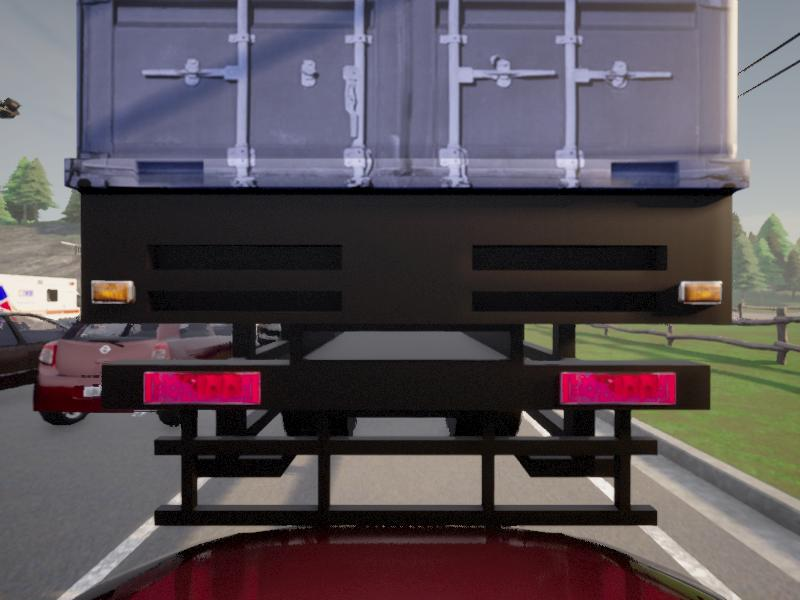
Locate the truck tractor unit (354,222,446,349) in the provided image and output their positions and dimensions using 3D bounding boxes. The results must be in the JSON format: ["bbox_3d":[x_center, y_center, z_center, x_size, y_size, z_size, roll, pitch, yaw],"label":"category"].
[{"bbox_3d":[-0.012,-0.494,16.450,3.053,4.208,6.516,0,0,0],"label":"truck tractor unit"}]

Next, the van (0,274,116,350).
[{"bbox_3d":[-14.006,0.395,14.916,2.351,2.431,6.366,0,0,0],"label":"van"}]

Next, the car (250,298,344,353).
[{"bbox_3d":[-3.502,0.782,14.608,2.242,1.667,4.611,0,0,0],"label":"car"}]

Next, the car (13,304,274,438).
[{"bbox_3d":[-3.501,0.832,6.389,1.845,1.501,3.633,0,0,0],"label":"car"}]

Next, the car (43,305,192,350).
[{"bbox_3d":[-10.505,0.916,15.572,2.033,1.411,5.357,0,0,0],"label":"car"}]

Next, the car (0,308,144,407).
[{"bbox_3d":[-7.004,0.899,6.680,2.033,1.411,5.357,0,0,0],"label":"car"}]

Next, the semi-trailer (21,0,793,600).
[{"bbox_3d":[0.012,-0.604,8.541,2.717,4.402,14.254,0,0,0],"label":"semi-trailer"}]

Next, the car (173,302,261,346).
[{"bbox_3d":[-7.013,0.851,15.756,1.845,1.501,3.633,0,0,-1],"label":"car"}]
